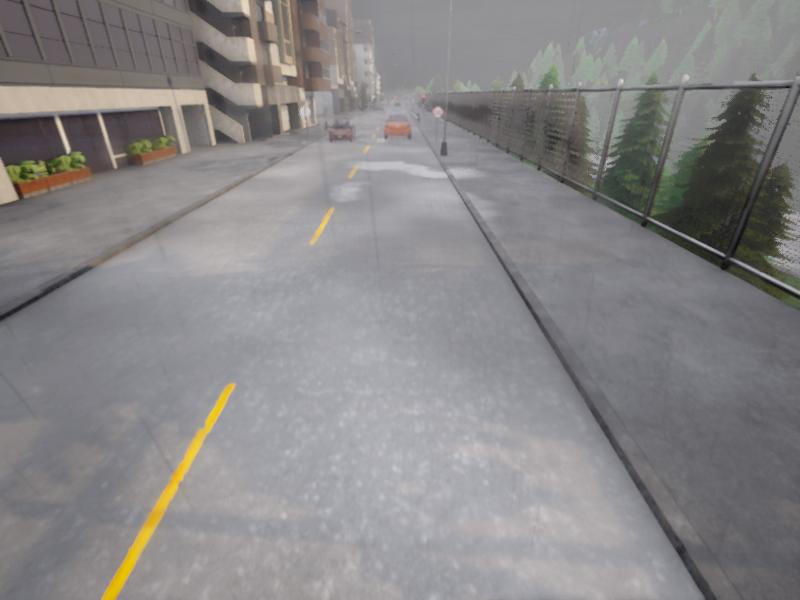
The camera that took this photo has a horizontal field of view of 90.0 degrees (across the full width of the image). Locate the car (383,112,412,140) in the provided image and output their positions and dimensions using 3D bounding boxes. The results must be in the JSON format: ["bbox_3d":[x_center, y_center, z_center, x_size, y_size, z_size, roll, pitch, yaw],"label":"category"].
[{"bbox_3d":[-0.176,-13.759,31.462,2.097,1.767,4.553,0,27,0],"label":"car"}]

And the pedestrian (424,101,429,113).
[{"bbox_3d":[4.669,-33.687,69.902,0.751,1.860,0.751,-1,27,-1],"label":"pedestrian"}]

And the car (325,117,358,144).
[{"bbox_3d":[-4.160,-12.343,29.006,1.845,1.501,3.633,0,27,0],"label":"car"}]
